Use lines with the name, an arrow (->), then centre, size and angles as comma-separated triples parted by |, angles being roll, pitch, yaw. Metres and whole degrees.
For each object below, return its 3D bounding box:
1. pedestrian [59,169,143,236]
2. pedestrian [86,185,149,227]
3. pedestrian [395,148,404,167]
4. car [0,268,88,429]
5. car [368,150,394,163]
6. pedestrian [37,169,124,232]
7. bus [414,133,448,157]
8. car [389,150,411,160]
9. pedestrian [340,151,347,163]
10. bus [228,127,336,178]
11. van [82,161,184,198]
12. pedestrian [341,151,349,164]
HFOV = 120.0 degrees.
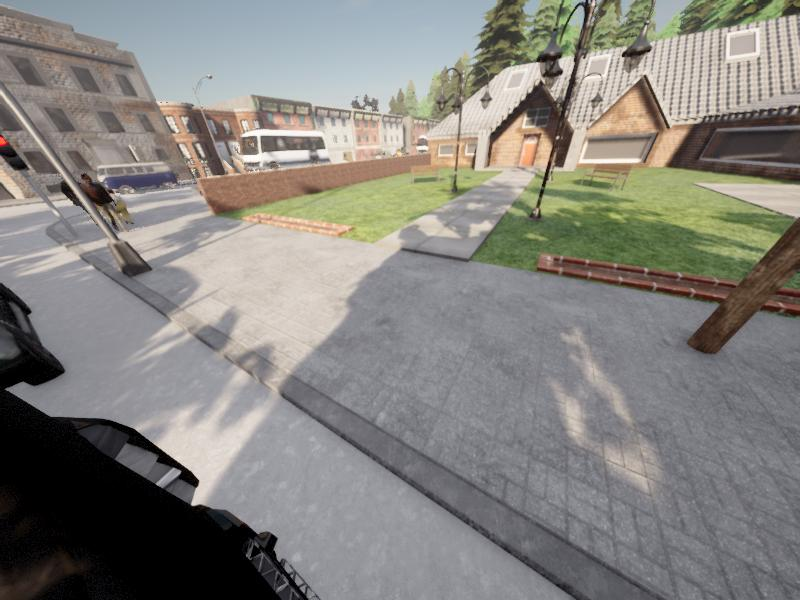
pedestrian -> -9.574, -3.138, 7.474 | 0.751, 1.860, 0.751 | 15, 38, 25
pedestrian -> -10.409, -3.491, 8.576 | 0.751, 1.300, 0.751 | 8, 35, 16
pedestrian -> -0.105, -17.479, 28.346 | 0.751, 1.860, 0.751 | 16, 38, 25
car -> -5.921, 0.279, 2.525 | 3.988, 1.617, 1.851 | 16, 38, 26
car -> -3.359, -25.851, 41.603 | 2.242, 1.667, 4.611 | 16, 38, 26
pedestrian -> -10.863, -3.394, 7.958 | 0.751, 1.860, 0.751 | 7, 35, 14
bus -> 7.690, -37.606, 56.069 | 3.944, 4.253, 10.273 | 16, 39, 26
car -> 0.076, -29.109, 46.415 | 2.163, 1.488, 4.792 | 16, 38, 26
pedestrian -> -10.399, -26.258, 42.442 | 0.751, 1.860, 0.751 | 23, 41, 33
bus -> -13.072, -17.408, 27.311 | 3.944, 4.253, 10.273 | 16, 38, 26
van -> -20.354, -9.445, 17.929 | 1.775, 1.987, 4.442 | 16, 38, 26
pedestrian -> -9.229, -24.068, 38.968 | 0.751, 1.860, 0.751 | 18, 39, 28
